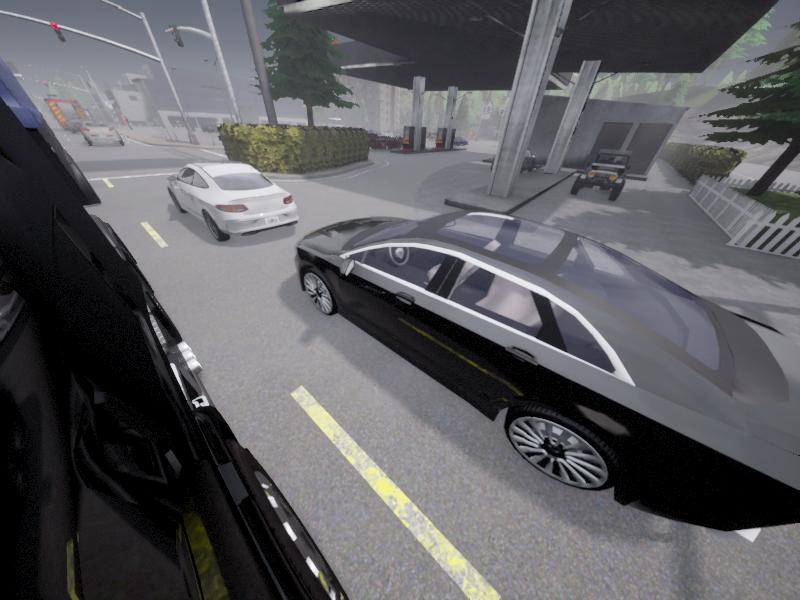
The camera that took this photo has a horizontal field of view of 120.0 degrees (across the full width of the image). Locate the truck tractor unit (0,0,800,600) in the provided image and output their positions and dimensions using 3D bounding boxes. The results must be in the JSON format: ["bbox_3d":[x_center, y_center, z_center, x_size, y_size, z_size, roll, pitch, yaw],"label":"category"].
[{"bbox_3d":[-2.645,-0.295,0.351,6.516,4.208,3.053,28,44,30],"label":"truck tractor unit"}]

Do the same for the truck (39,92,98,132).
[{"bbox_3d":[-45.910,-25.838,31.972,8.468,3.827,2.891,28,44,30],"label":"truck"}]

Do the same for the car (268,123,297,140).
[{"bbox_3d":[-17.233,-24.773,33.953,3.866,1.878,1.905,28,43,29],"label":"car"}]

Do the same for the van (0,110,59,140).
[{"bbox_3d":[-33.919,-15.964,21.059,4.480,2.038,2.069,25,42,26],"label":"van"}]

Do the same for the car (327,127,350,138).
[{"bbox_3d":[-12.711,-34.466,47.543,4.514,1.523,2.007,28,43,29],"label":"car"}]

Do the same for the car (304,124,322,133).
[{"bbox_3d":[-22.875,-44.971,60.568,4.605,1.855,1.932,28,43,29],"label":"car"}]

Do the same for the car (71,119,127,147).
[{"bbox_3d":[-25.767,-14.326,19.747,5.027,1.651,2.152,29,44,30],"label":"car"}]

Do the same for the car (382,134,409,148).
[{"bbox_3d":[-0.626,-23.421,33.940,1.970,1.475,3.806,28,44,30],"label":"car"}]

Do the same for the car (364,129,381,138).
[{"bbox_3d":[-6.308,-38.850,53.840,3.633,1.501,1.845,28,43,29],"label":"car"}]

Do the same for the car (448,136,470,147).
[{"bbox_3d":[10.353,-27.673,40.321,1.816,1.474,4.193,28,44,30],"label":"car"}]

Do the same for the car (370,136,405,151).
[{"bbox_3d":[-1.512,-19.504,28.748,1.994,1.385,4.181,28,44,30],"label":"car"}]

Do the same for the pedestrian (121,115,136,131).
[{"bbox_3d":[-41.875,-27.288,35.599,0.751,1.860,0.751,31,45,33],"label":"pedestrian"}]

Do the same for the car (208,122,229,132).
[{"bbox_3d":[-36.415,-34.784,46.333,3.806,1.475,1.970,28,43,29],"label":"car"}]

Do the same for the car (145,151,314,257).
[{"bbox_3d":[-4.562,-2.842,6.099,4.674,1.442,1.812,28,43,29],"label":"car"}]

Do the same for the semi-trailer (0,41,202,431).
[{"bbox_3d":[-8.713,-3.601,4.206,14.254,4.402,2.717,28,44,30],"label":"semi-trailer"}]

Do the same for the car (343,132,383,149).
[{"bbox_3d":[-4.682,-20.700,29.923,2.033,1.649,4.856,28,44,30],"label":"car"}]

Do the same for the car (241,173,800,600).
[{"bbox_3d":[0.622,-0.192,2.684,4.902,1.511,2.128,28,44,30],"label":"car"}]

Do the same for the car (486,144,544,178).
[{"bbox_3d":[8.564,-10.389,17.097,2.242,1.667,4.611,28,43,29],"label":"car"}]

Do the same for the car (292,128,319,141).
[{"bbox_3d":[-14.654,-25.767,35.919,3.806,1.475,1.970,28,43,29],"label":"car"}]

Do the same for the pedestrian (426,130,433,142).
[{"bbox_3d":[5.823,-32.226,45.487,0.751,1.860,0.751,-25,45,-32],"label":"pedestrian"}]

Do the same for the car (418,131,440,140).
[{"bbox_3d":[7.148,-40.960,57.539,5.027,1.636,2.152,28,43,29],"label":"car"}]

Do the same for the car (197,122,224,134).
[{"bbox_3d":[-33.328,-30.247,40.588,4.514,1.523,2.007,28,43,29],"label":"car"}]

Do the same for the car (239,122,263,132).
[{"bbox_3d":[-32.569,-37.816,50.494,5.027,1.636,2.152,28,43,29],"label":"car"}]

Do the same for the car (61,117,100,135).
[{"bbox_3d":[-39.112,-21.284,28.246,4.974,1.542,2.038,28,44,30],"label":"car"}]

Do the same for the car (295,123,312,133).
[{"bbox_3d":[-24.409,-43.535,58.520,3.866,1.878,1.905,28,43,29],"label":"car"}]

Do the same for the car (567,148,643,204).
[{"bbox_3d":[10.162,-6.304,11.471,1.905,1.878,3.866,28,43,29],"label":"car"}]
